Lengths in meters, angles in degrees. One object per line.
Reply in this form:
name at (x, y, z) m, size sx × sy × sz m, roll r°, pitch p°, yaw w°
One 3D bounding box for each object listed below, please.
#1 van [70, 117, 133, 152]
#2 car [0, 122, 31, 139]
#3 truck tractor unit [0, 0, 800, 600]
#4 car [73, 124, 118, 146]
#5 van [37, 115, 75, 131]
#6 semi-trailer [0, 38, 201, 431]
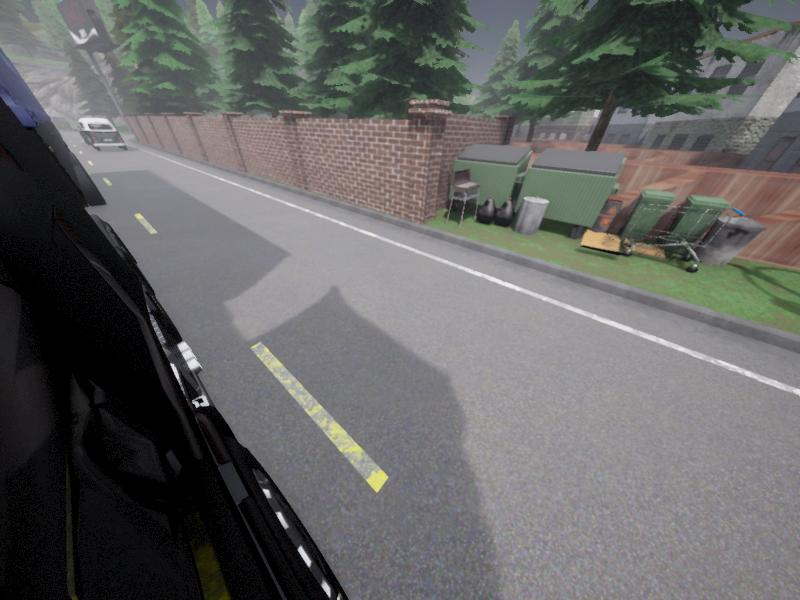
van at (-23.676, -13.162, 18.344) m, size 4.480 × 2.038 × 2.069 m, roll 28°, pitch 43°, yaw 30°
car at (-41.030, -16.871, 22.883) m, size 4.181 × 1.385 × 1.994 m, roll -13°, pitch 38°, yaw -21°
truck tractor unit at (-2.645, -0.295, 0.352) m, size 6.516 × 4.208 × 3.053 m, roll 28°, pitch 44°, yaw 30°
car at (-29.045, -15.758, 22.008) m, size 4.892 × 1.490 × 1.837 m, roll 28°, pitch 43°, yaw 30°
van at (-57.217, -29.397, 38.435) m, size 4.442 × 1.987 × 1.775 m, roll 17°, pitch 39°, yaw 18°
semi-trailer at (-8.677, -3.601, 4.277) m, size 14.254 × 4.402 × 2.717 m, roll 28°, pitch 44°, yaw 30°
